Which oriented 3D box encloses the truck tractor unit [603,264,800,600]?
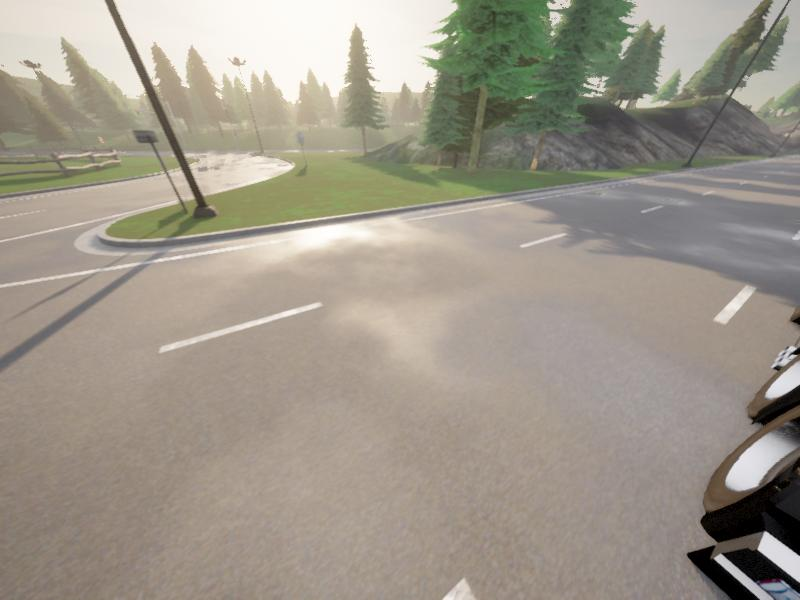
[{"bbox_3d":[5.108,-0.303,0.794,6.516,4.208,3.053,-18,38,-24],"label":"truck tractor unit"}]
